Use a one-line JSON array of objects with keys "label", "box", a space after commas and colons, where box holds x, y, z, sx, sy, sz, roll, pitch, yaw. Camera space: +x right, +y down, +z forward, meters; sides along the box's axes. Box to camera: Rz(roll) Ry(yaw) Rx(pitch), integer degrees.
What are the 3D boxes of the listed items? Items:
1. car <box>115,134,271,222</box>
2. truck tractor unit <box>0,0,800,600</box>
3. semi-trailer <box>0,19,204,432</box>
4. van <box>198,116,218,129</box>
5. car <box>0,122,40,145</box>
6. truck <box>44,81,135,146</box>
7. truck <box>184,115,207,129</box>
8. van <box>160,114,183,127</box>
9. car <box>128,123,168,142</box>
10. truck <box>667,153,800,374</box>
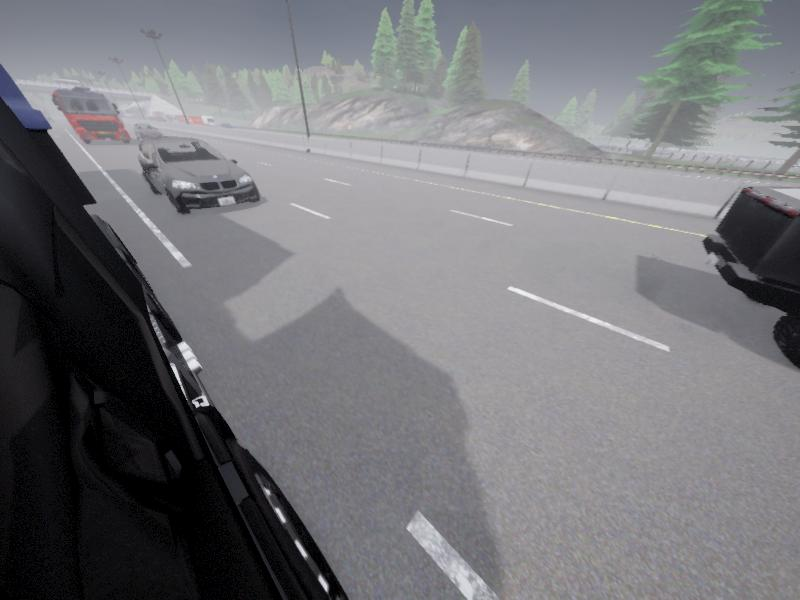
[{"label": "car", "box": [-6.610, -4.145, 7.381, 4.611, 1.667, 2.242, 28, 44, 30]}, {"label": "truck tractor unit", "box": [-2.645, -0.295, 0.351, 6.516, 4.208, 3.053, 28, 44, 30]}, {"label": "semi-trailer", "box": [-8.868, -3.487, 4.048, 14.254, 4.402, 2.717, 26, 42, 28]}, {"label": "van", "box": [-52.468, -48.531, 63.016, 5.915, 2.561, 1.988, 28, 44, 30]}, {"label": "car", "box": [-29.934, -11.795, 16.379, 1.895, 1.301, 4.718, 0, 37, -5]}, {"label": "truck", "box": [-27.494, -16.314, 20.482, 8.468, 3.827, 2.891, 28, 44, 30]}, {"label": "truck", "box": [-52.829, -45.934, 59.598, 5.204, 2.467, 2.627, 28, 44, 30]}, {"label": "van", "box": [-59.918, -47.004, 60.591, 6.366, 2.431, 2.351, 28, 44, 30]}, {"label": "car", "box": [-26.287, -17.456, 24.060, 4.193, 1.474, 1.816, 29, 44, 30]}, {"label": "truck", "box": [7.210, 0.400, 1.856, 6.274, 2.098, 2.390, 29, 44, 30]}]
